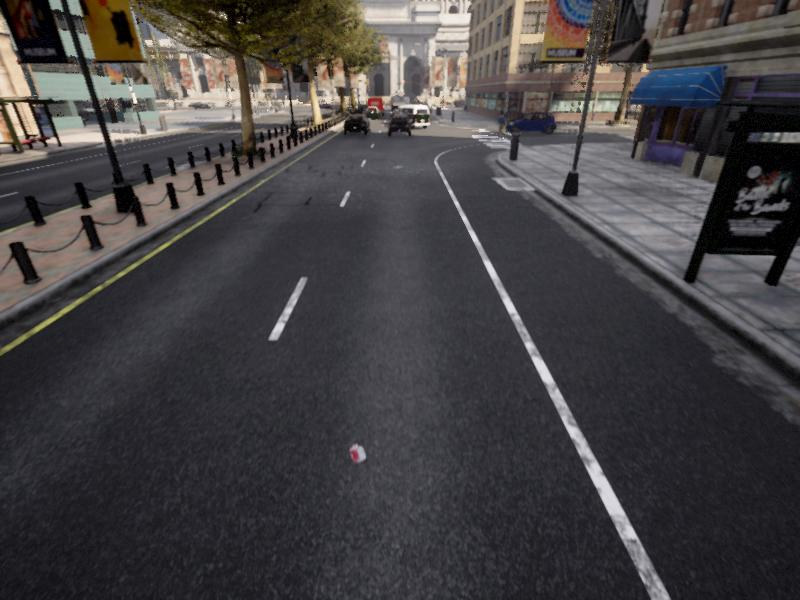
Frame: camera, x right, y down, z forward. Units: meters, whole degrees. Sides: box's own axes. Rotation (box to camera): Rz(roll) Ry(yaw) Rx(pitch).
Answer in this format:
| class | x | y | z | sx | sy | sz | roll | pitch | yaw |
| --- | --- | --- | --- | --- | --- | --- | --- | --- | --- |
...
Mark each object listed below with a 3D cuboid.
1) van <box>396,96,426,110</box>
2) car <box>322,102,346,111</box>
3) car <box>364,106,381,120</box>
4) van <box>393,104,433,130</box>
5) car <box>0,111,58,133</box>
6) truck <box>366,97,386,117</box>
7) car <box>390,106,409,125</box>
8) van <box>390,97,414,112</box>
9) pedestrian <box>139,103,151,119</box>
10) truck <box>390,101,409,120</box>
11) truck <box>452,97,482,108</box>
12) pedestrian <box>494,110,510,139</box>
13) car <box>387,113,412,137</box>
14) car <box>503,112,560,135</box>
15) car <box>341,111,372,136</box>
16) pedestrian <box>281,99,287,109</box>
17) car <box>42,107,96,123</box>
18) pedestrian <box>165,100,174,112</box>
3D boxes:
| class | x | y | z | sx | sy | sz | roll | pitch | yaw |
| --- | --- | --- | --- | --- | --- | --- | --- | --- | --- |
| van | 2.187 | -40.248 | 81.580 | 5.915 | 2.561 | 1.988 | 0 | 27 | 0 |
| car | -13.173 | -39.056 | 80.656 | 2.033 | 1.411 | 5.357 | 12 | 30 | 22 |
| car | -3.556 | -24.716 | 52.786 | 1.970 | 1.475 | 3.806 | 0 | 27 | 0 |
| van | 1.181 | -17.560 | 38.302 | 2.069 | 2.038 | 4.480 | -12 | 30 | -21 |
| car | -34.358 | -16.275 | 36.459 | 2.161 | 1.482 | 4.786 | 0 | 27 | 0 |
| truck | -3.568 | -28.903 | 59.799 | 2.627 | 2.467 | 5.204 | 0 | 27 | 0 |
| car | -0.050 | -20.657 | 44.734 | 1.930 | 1.638 | 5.238 | 0 | 27 | 0 |
| van | 0.399 | -36.589 | 74.675 | 2.351 | 2.431 | 6.366 | 10 | 29 | 18 |
| pedestrian | -32.219 | -23.851 | 50.505 | 0.751 | 1.860 | 0.751 | -17 | 32 | -29 |
| truck | -0.059 | -24.889 | 52.420 | 2.390 | 2.098 | 6.274 | 0 | 27 | 0 |
| truck | 15.260 | -44.879 | 90.966 | 6.274 | 2.098 | 2.390 | 0 | 27 | 0 |
| pedestrian | 7.359 | -12.703 | 29.010 | 0.751 | 1.860 | 0.751 | -2 | 27 | -4 |
| car | -0.037 | -14.266 | 32.535 | 1.837 | 1.490 | 4.892 | 0 | 27 | 0 |
| car | 10.699 | -14.527 | 32.843 | 3.988 | 1.617 | 1.851 | 1 | 27 | 2 |
| car | -3.541 | -14.818 | 33.465 | 1.930 | 1.638 | 5.238 | 0 | 27 | 0 |
| pedestrian | -25.682 | -43.342 | 88.484 | 0.751 | 1.860 | 0.751 | 1 | 27 | 2 |
| car | -38.502 | -21.618 | 46.734 | 2.128 | 1.511 | 4.902 | 0 | 27 | 0 |
| pedestrian | -41.848 | -35.224 | 72.563 | 0.751 | 1.860 | 0.751 | 0 | 27 | 1 |
